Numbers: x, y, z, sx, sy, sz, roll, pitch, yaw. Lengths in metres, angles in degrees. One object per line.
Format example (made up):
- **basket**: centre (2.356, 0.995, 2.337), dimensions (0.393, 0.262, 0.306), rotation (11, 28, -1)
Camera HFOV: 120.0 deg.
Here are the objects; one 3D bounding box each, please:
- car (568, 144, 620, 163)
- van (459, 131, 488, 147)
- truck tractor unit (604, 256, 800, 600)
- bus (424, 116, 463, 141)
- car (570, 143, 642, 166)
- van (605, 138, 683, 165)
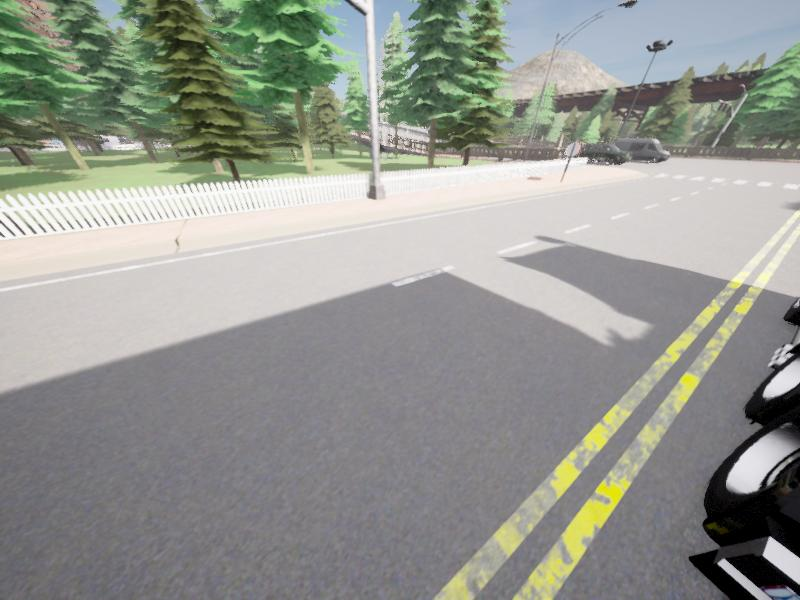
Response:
- **car**: centre (25.281, -19.281, 30.327), dimensions (1.932, 1.855, 4.605), rotation (-20, 39, -27)
- **van**: centre (17.459, -38.567, 55.284), dimensions (2.351, 2.431, 6.366), rotation (-20, 46, -26)
- **truck tractor unit**: centre (5.095, -0.316, 0.805), dimensions (6.516, 4.208, 3.053), rotation (-19, 39, -25)
- **bus**: centre (11.272, -45.859, 61.714), dimensions (3.944, 4.253, 10.273), rotation (-20, 47, -26)
- **car**: centre (23.561, -16.945, 26.809), dimensions (2.150, 2.045, 5.566), rotation (-18, 38, -24)
- **van**: centre (30.307, -18.779, 29.067), dimensions (1.988, 2.561, 5.915), rotation (-20, 40, -27)
